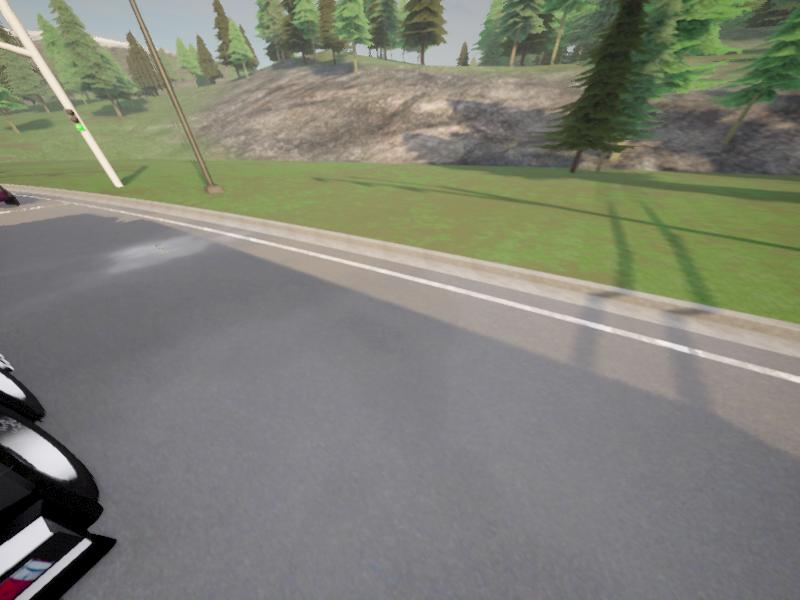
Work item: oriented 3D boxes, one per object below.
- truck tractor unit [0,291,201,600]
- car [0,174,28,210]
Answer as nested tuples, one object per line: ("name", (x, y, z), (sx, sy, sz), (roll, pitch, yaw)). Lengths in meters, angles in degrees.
("truck tractor unit", (-5.156, -0.254, 0.708), (6.516, 4.208, 3.053), (17, 38, 22))
("car", (-18.182, -4.558, 9.388), (4.193, 1.474, 1.816), (12, 37, 17))
